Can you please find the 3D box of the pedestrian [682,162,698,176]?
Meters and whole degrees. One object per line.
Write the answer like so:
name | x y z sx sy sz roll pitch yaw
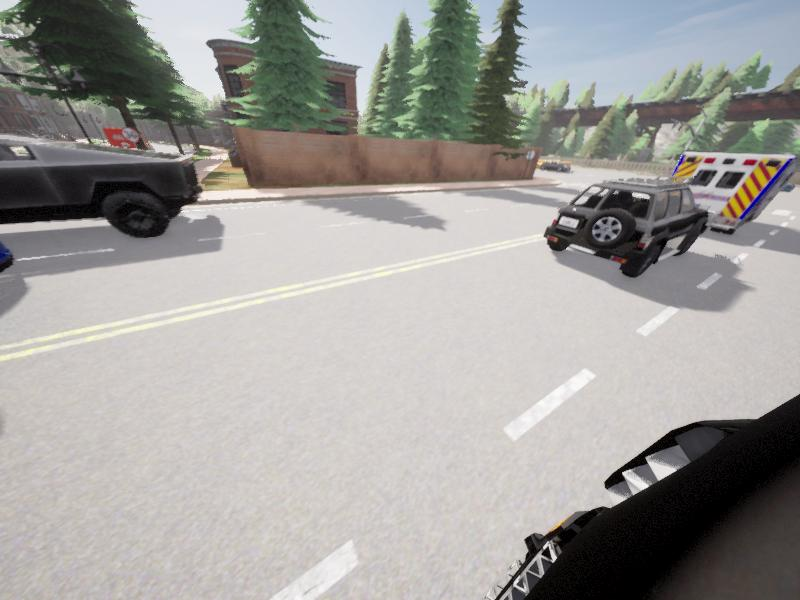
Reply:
pedestrian | 46.488 -21.035 37.049 0.751 1.860 0.751 -15 38 -25

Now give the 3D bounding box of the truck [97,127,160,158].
truck | -29.089 -17.100 25.113 2.627 2.467 5.204 -16 38 -26

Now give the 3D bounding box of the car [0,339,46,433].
car | -5.135 1.149 0.203 4.553 1.767 2.097 -16 38 -26

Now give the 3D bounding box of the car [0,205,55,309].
car | -8.116 -0.134 2.136 5.008 1.535 1.882 -16 38 -26

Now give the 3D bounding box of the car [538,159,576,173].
car | 22.711 -19.459 33.547 1.970 1.475 3.806 -16 38 -25

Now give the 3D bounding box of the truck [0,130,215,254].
truck | -8.443 -2.512 5.175 6.274 2.098 2.390 -16 38 -26

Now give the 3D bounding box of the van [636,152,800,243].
van | 12.821 -4.249 9.098 6.366 2.431 2.351 -16 38 -26

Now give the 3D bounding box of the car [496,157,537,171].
car | 17.533 -20.715 35.115 2.033 1.411 5.357 -16 38 -26

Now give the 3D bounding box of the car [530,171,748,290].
car | 5.833 -2.024 5.724 4.605 1.855 1.932 -16 38 -26

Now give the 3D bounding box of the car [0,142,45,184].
car | -19.179 -6.159 10.333 1.816 1.474 4.193 -15 38 -25

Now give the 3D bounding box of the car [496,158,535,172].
car | 15.791 -18.552 31.758 1.994 1.385 4.181 -16 38 -26
